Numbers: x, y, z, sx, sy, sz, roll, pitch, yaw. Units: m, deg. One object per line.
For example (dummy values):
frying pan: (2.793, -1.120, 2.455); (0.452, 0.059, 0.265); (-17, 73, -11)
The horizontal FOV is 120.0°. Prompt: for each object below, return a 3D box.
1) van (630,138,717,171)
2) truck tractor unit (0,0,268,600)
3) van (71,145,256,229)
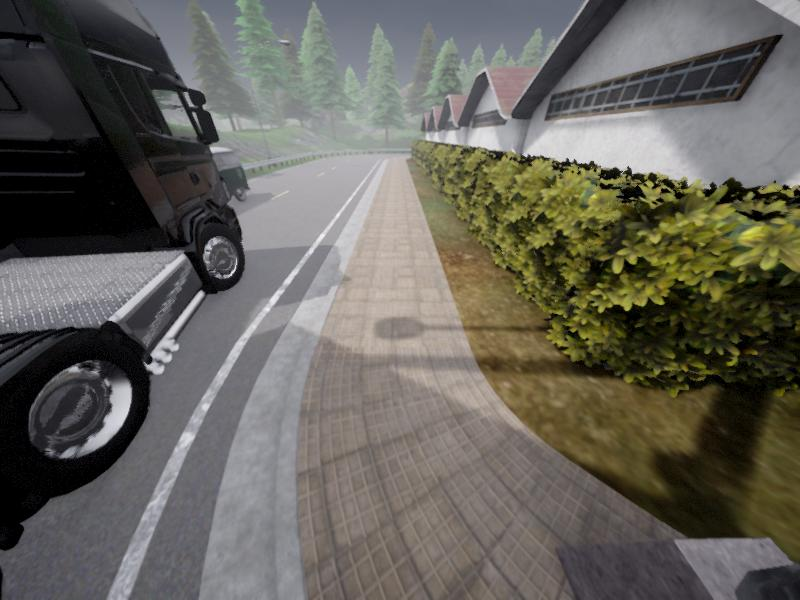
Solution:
van: (32.049, -17.474, 27.546); (2.351, 2.431, 6.366); (11, 34, -8)
truck tractor unit: (-3.868, -0.827, 1.531); (3.053, 4.208, 6.516); (-6, 35, -12)
van: (-7.520, -4.272, 8.284); (1.775, 1.987, 4.442); (0, 35, -1)
